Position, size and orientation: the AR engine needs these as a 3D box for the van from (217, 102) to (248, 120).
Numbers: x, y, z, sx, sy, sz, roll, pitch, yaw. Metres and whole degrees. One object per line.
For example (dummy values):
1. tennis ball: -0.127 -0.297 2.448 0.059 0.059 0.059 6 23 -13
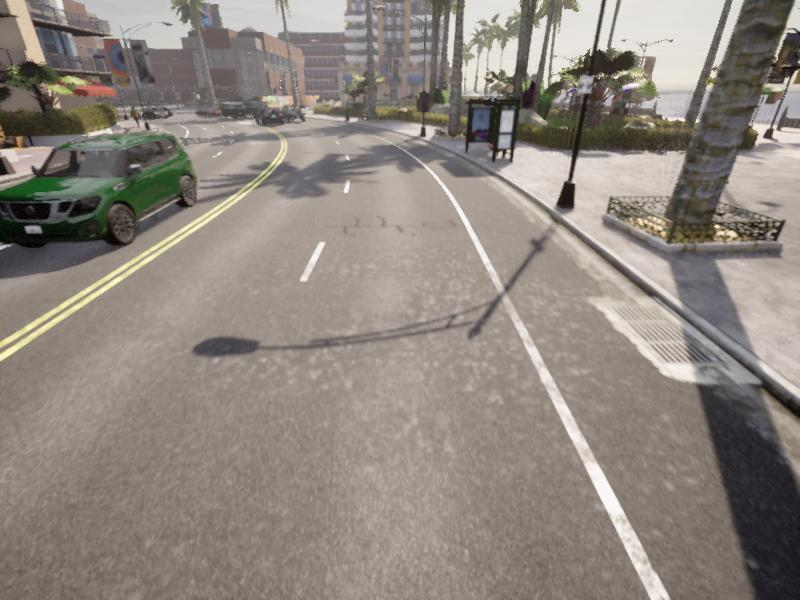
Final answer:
1. van: -21.780 -24.607 52.009 1.775 1.987 4.442 -24 36 -38

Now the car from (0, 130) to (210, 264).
1. car: -7.155 -2.924 10.003 2.150 2.045 5.566 -1 27 -2

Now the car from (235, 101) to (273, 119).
1. car: -20.151 -26.254 55.125 5.566 2.045 2.150 23 35 37

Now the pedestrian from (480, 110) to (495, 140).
1. pedestrian: 5.928 -11.881 27.137 0.751 1.860 0.751 1 27 2

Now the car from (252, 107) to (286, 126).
1. car: -14.217 -19.918 43.282 2.242 1.667 4.611 -15 31 -27

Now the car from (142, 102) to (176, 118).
1. car: -34.048 -26.866 56.511 3.866 1.878 1.905 14 31 26

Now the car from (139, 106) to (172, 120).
1. car: -31.600 -24.132 51.686 3.806 1.475 1.970 19 33 32

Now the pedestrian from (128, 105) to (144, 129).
1. pedestrian: -23.859 -16.539 36.161 0.751 1.860 0.751 -14 30 -24

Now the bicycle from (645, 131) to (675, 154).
1. bicycle: 14.112 -8.601 21.777 0.373 1.024 1.643 0 27 -1

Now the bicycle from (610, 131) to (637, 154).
1. bicycle: 12.100 -8.589 21.756 0.373 1.024 1.643 0 27 -1

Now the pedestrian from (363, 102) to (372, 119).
1. pedestrian: -4.052 -23.681 49.963 0.751 1.860 0.751 -20 33 -33

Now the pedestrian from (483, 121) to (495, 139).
1. pedestrian: 6.274 -12.007 28.209 0.500 1.100 0.500 -24 36 -38

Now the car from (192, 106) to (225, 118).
1. car: -27.096 -26.588 56.491 4.181 1.385 1.994 16 32 29

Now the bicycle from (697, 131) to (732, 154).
1. bicycle: 17.129 -8.618 21.810 0.373 1.024 1.643 0 27 -1

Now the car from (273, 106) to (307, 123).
1. car: -13.068 -22.065 47.486 2.152 1.651 5.027 -17 32 -30
